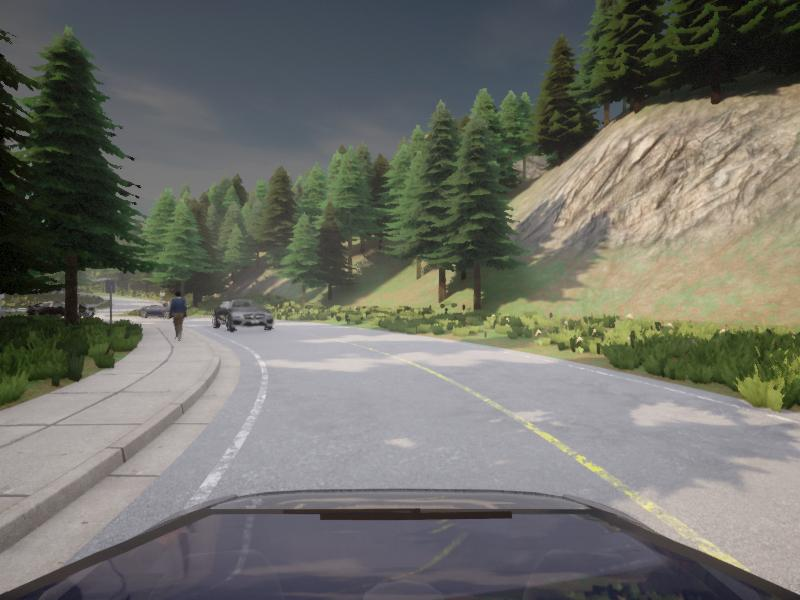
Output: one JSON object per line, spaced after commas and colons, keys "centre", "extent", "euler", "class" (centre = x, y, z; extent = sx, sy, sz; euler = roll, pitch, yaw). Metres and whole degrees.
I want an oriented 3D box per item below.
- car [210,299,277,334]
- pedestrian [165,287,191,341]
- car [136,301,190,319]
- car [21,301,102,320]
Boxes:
{"centre": [-8.528, 0.781, 21.532], "extent": [2.152, 1.651, 5.027], "euler": [0, 0, -36], "class": "car"}
{"centre": [-7.943, 0.485, 14.301], "extent": [0.751, 1.860, 0.751], "euler": [0, 0, -32], "class": "pedestrian"}
{"centre": [-20.444, 0.853, 34.525], "extent": [3.806, 1.475, 1.970], "euler": [0, 0, 17], "class": "car"}
{"centre": [-27.429, 0.838, 32.521], "extent": [4.902, 1.511, 2.128], "euler": [0, 0, 4], "class": "car"}
